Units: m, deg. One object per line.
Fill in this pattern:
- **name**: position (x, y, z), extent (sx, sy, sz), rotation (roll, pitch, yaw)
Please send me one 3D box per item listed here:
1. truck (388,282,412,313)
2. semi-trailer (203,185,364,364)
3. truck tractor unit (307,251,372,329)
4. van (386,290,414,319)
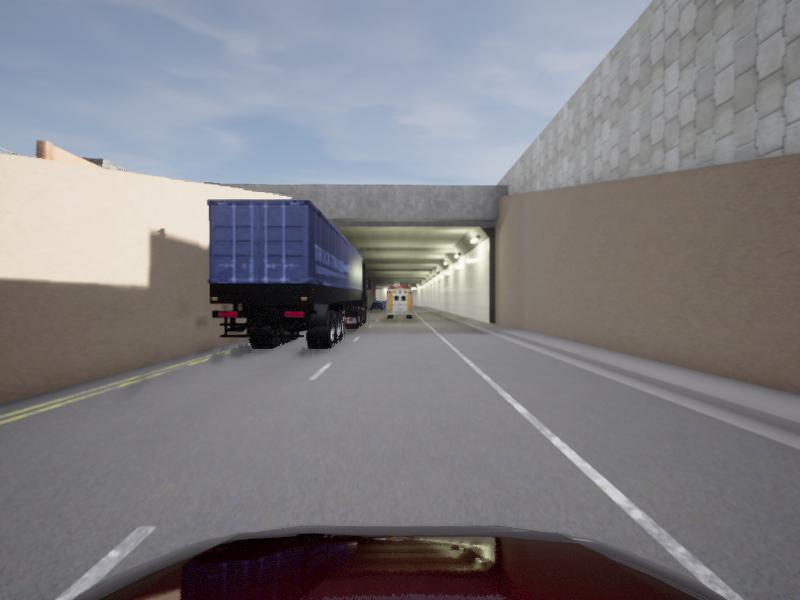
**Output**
- **truck**: position (0.019, -0.337, 53.947), extent (2.891, 3.827, 8.468), rotation (0, 0, 0)
- **semi-trailer**: position (-3.498, -0.624, 16.972), extent (2.717, 4.402, 14.254), rotation (0, 0, 0)
- **truck tractor unit**: position (-3.506, -0.529, 24.890), extent (3.053, 4.208, 6.516), rotation (0, 0, 0)
- **van**: position (0.007, 0.367, 35.985), extent (2.351, 2.431, 6.366), rotation (0, 0, 0)
